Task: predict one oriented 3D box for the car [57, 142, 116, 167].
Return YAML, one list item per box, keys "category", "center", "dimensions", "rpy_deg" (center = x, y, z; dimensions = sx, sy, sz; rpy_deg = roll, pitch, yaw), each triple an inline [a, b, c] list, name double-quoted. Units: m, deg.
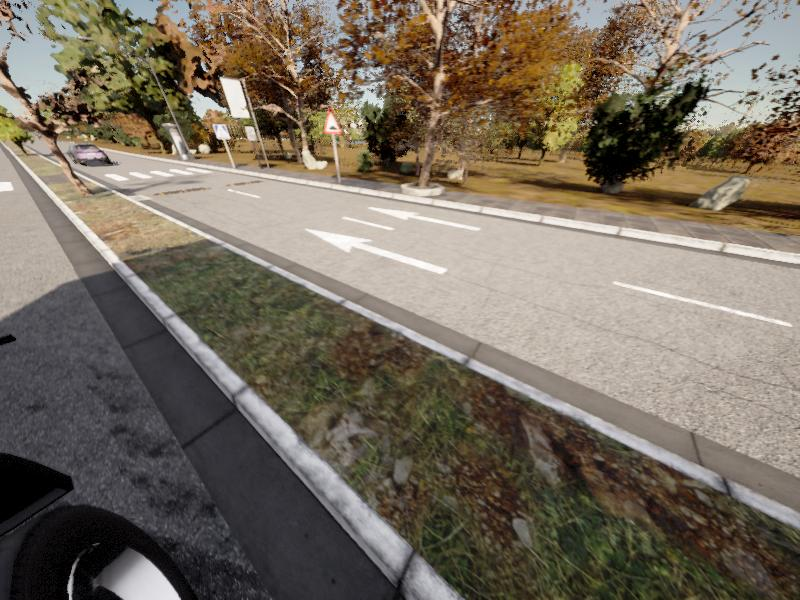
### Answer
- category: "car"
  center: [-27.870, -13.027, 20.554]
  dimensions: [4.856, 1.649, 2.033]
  rpy_deg: [22, 41, 28]
